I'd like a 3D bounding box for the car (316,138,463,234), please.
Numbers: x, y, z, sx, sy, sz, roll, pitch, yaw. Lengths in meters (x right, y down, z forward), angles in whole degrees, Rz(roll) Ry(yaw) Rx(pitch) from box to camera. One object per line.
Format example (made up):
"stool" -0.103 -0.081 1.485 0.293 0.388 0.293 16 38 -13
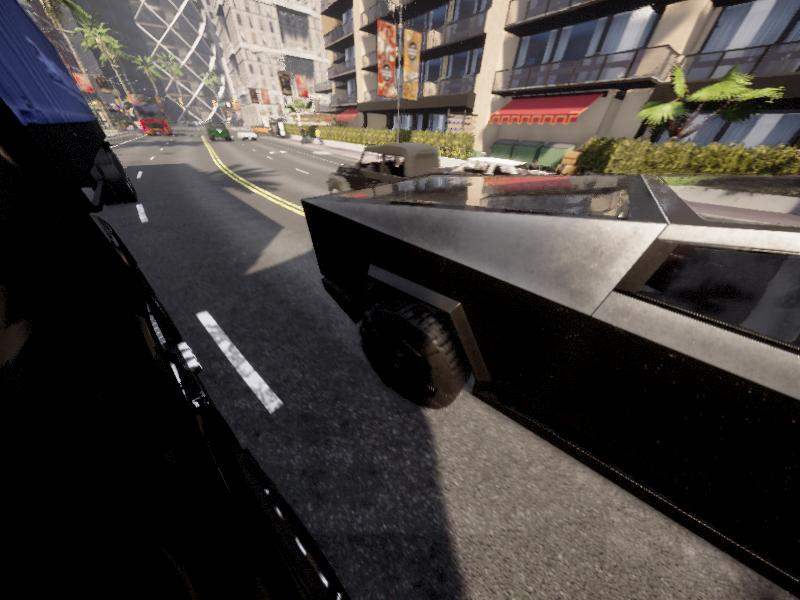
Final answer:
"car" -0.470 -3.670 7.015 3.866 1.878 1.905 29 44 31

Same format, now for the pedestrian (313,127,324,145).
"pedestrian" -10.262 -20.638 29.060 0.751 1.860 0.751 -22 43 -30

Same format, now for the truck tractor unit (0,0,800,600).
"truck tractor unit" -2.645 -0.295 0.351 6.516 4.208 3.053 28 44 30

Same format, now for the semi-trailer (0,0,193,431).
"semi-trailer" -8.296 -3.830 4.615 2.717 4.402 14.254 -29 47 -35

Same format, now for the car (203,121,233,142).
"car" -24.123 -22.319 30.621 2.150 2.045 5.566 -22 43 -30

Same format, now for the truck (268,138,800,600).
"truck" 2.226 0.368 1.551 6.274 2.098 2.390 26 43 28

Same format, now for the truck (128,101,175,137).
"truck" -37.558 -27.548 35.362 2.891 3.827 8.468 -21 43 -29

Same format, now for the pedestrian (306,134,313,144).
"pedestrian" -11.679 -20.695 29.690 0.500 1.100 0.500 -23 43 -30

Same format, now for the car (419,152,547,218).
"car" 2.873 -4.433 8.599 3.806 1.475 1.970 28 44 30

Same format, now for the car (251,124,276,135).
"car" -32.170 -40.206 54.498 4.553 1.767 2.097 -15 40 -22

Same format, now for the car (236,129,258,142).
"car" -22.432 -24.143 33.820 1.895 1.301 4.718 -21 43 -29

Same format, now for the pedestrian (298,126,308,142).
"pedestrian" -13.959 -23.846 33.166 0.751 1.860 0.751 -21 43 -29
